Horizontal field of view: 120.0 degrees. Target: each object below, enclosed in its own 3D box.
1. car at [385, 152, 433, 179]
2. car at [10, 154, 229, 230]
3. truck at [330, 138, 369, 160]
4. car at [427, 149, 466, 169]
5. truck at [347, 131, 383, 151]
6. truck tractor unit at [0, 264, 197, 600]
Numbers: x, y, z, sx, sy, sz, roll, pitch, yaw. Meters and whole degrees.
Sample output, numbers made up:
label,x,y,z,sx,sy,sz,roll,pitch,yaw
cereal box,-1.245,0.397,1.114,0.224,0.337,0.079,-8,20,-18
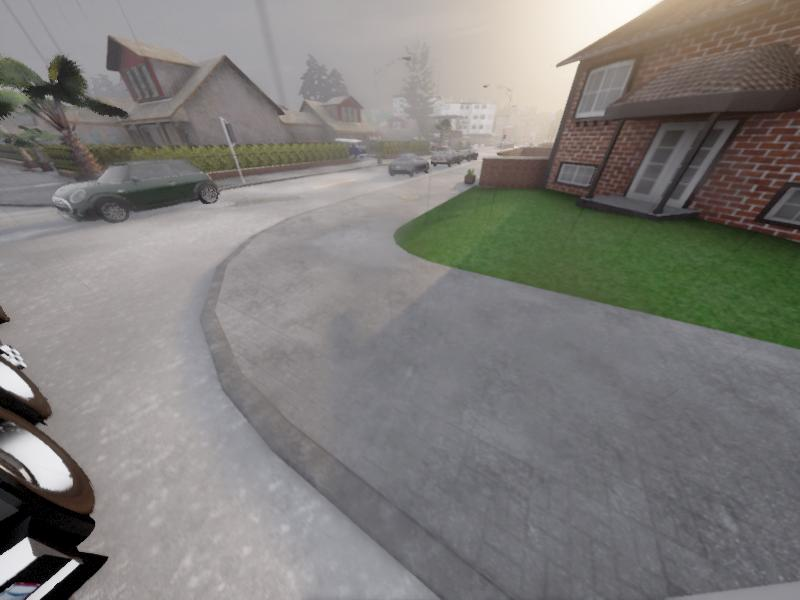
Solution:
label,x,y,z,sx,sy,sz,roll,pitch,yaw
car,0.788,-10.394,17.717,1.994,1.385,4.181,16,38,22
car,-9.743,-4.327,8.723,2.097,1.767,4.553,15,38,21
truck,-6.423,-19.375,29.605,4.478,2.038,2.069,20,40,23
car,4.786,-14.324,23.304,2.033,1.411,5.357,18,39,24
truck,-8.521,-39.245,57.072,8.468,3.827,2.891,18,39,24
truck tractor unit,-5.108,-0.305,0.776,6.516,4.208,3.053,19,39,24
